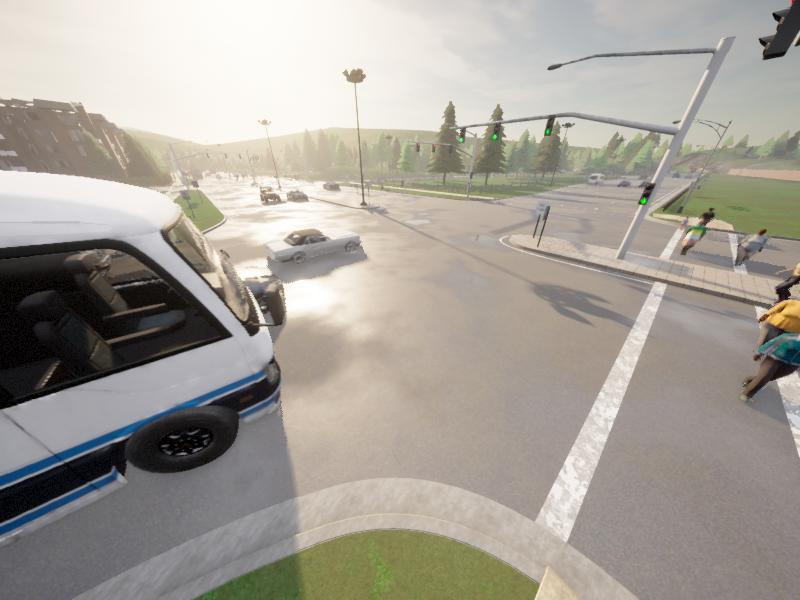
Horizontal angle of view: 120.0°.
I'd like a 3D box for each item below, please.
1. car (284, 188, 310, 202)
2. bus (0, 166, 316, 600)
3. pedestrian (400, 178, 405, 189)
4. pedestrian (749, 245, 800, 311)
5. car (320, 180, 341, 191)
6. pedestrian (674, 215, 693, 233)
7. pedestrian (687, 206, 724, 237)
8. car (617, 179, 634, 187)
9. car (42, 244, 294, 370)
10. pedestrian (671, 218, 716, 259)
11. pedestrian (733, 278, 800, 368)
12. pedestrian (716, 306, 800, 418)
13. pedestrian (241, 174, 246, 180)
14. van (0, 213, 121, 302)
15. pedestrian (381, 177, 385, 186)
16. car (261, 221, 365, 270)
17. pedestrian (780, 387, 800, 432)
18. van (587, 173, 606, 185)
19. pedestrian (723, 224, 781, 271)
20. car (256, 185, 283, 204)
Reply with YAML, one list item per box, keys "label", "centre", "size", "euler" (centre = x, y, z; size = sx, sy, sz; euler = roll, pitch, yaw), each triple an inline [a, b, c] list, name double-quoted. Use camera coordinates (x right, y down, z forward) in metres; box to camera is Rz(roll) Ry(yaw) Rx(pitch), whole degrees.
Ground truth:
- label: "car"
  centre: [-14.791, -15.058, 33.079]
  size: [1.994, 1.385, 4.181]
  euler: [-22, 37, -33]
- label: "bus"
  centre: [-6.840, 1.225, 1.968]
  size: [10.273, 4.253, 3.944]
  euler: [-20, 35, -33]
- label: "pedestrian"
  centre: [0.575, -24.464, 48.525]
  size: [0.751, 1.860, 0.751]
  euler: [-20, 35, -31]
- label: "pedestrian"
  centre: [12.619, -0.699, 7.363]
  size: [0.751, 1.860, 0.751]
  euler: [19, 35, 29]
- label: "car"
  centre: [-14.547, -24.047, 48.375]
  size: [1.930, 1.638, 5.238]
  euler: [-22, 37, -34]
- label: "pedestrian"
  centre: [20.906, -5.605, 17.026]
  size: [0.500, 1.100, 0.500]
  euler: [-26, 39, -37]
- label: "pedestrian"
  centre: [20.735, -5.360, 15.742]
  size: [0.751, 1.860, 0.751]
  euler: [24, 38, 35]
- label: "car"
  centre: [53.572, -27.738, 54.844]
  size: [3.633, 1.501, 1.845]
  euler: [-23, 37, -34]
- label: "car"
  centre: [-6.187, -0.236, 7.102]
  size: [4.611, 1.667, 2.242]
  euler: [-23, 37, -34]
- label: "pedestrian"
  centre: [15.196, -3.205, 12.008]
  size: [0.751, 1.860, 0.751]
  euler: [-26, 39, -37]
- label: "pedestrian"
  centre: [9.246, 0.553, 5.499]
  size: [0.751, 1.860, 0.751]
  euler: [-18, 35, -28]
- label: "pedestrian"
  centre: [7.282, 1.179, 4.414]
  size: [0.751, 1.860, 0.751]
  euler: [-24, 38, -35]
- label: "pedestrian"
  centre: [-53.174, -41.832, 78.607]
  size: [0.751, 1.860, 0.751]
  euler: [-20, 36, -31]
- label: "van"
  centre: [-15.340, -1.276, 8.147]
  size: [6.366, 2.431, 2.351]
  euler: [-23, 37, -34]
- label: "pedestrian"
  centre: [-4.017, -27.756, 54.226]
  size: [0.751, 1.860, 0.751]
  euler: [-20, 36, -31]
- label: "car"
  centre: [-4.464, -3.092, 12.426]
  size: [4.718, 1.301, 1.895]
  euler: [-23, 37, -34]
- label: "pedestrian"
  centre: [7.681, 1.555, 3.769]
  size: [0.751, 1.860, 0.751]
  euler: [-23, 37, -35]
- label: "van"
  centre: [52.404, -32.244, 61.633]
  size: [5.915, 2.561, 1.988]
  euler: [-23, 37, -34]
- label: "pedestrian"
  centre: [16.200, -2.428, 10.677]
  size: [0.751, 1.860, 0.751]
  euler: [-20, 35, -30]
- label: "car"
  centre: [-17.718, -14.306, 31.254]
  size: [1.905, 1.878, 3.866]
  euler: [-22, 37, -34]
